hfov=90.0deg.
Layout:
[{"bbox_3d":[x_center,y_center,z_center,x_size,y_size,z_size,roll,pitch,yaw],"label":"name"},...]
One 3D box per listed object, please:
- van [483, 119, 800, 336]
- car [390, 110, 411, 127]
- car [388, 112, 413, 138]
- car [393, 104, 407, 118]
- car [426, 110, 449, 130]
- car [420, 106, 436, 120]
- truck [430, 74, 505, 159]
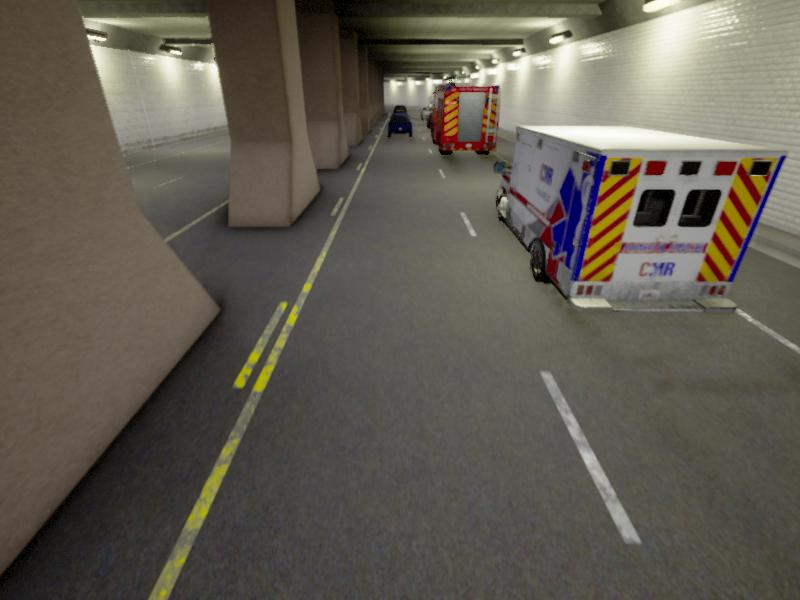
[{"bbox_3d":[3.514,-2.039,7.876,2.351,2.431,6.366,0,27,0],"label":"van"},{"bbox_3d":[0.029,-19.066,41.884,2.033,1.411,5.357,0,27,0],"label":"car"},{"bbox_3d":[0.022,-14.138,32.208,1.882,1.535,5.008,0,28,0],"label":"car"},{"bbox_3d":[0.034,-26.888,56.840,1.882,1.535,5.008,0,27,0],"label":"car"},{"bbox_3d":[3.526,-17.409,38.638,1.812,1.442,4.674,0,28,0],"label":"car"},{"bbox_3d":[3.533,-23.891,51.070,1.845,1.501,3.633,0,28,0],"label":"car"},{"bbox_3d":[3.530,-10.917,23.508,2.891,3.827,8.468,0,27,0],"label":"truck"}]
